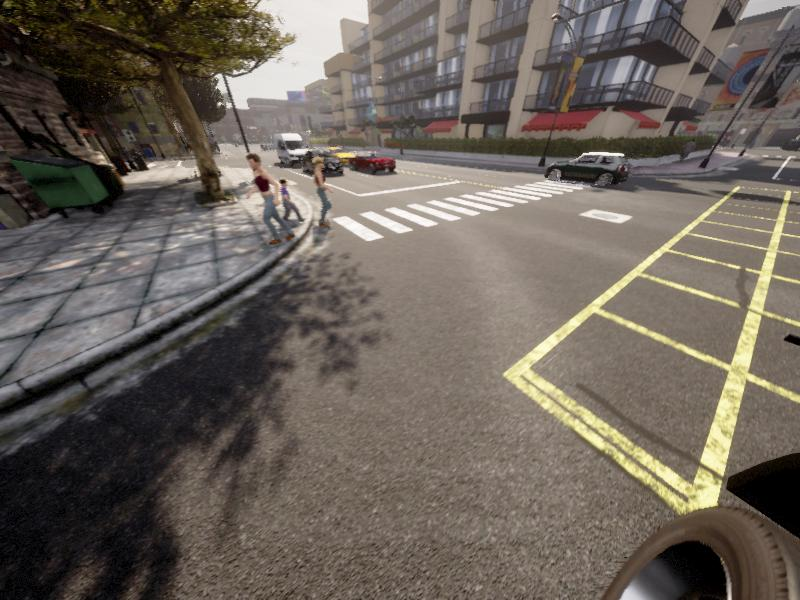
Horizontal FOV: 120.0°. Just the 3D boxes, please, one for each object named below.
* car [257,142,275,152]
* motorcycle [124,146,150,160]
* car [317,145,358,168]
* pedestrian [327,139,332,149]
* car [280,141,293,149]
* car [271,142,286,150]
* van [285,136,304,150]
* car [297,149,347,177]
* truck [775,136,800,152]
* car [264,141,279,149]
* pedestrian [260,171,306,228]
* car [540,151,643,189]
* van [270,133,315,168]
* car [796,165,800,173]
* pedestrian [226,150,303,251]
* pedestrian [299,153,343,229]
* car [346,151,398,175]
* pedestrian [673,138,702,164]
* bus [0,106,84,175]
[{"bbox_3d":[-27.528,-31.530,47.516,2.128,1.511,4.902,-22,41,-28],"label":"car"},{"bbox_3d":[-32.317,-18.007,28.372,2.356,1.277,0.764,15,48,20],"label":"motorcycle"},{"bbox_3d":[-6.262,-14.290,22.836,1.801,1.575,5.366,-22,41,-28],"label":"car"},{"bbox_3d":[-16.089,-35.692,52.699,0.751,1.860,0.751,-17,39,-22],"label":"pedestrian"},{"bbox_3d":[-29.431,-40.060,59.640,1.816,1.474,4.193,-22,41,-28],"label":"car"},{"bbox_3d":[-27.714,-35.175,52.694,1.837,1.490,4.892,-22,40,-28],"label":"car"},{"bbox_3d":[-24.682,-36.640,53.831,1.988,2.561,5.915,-22,41,-28],"label":"van"},{"bbox_3d":[-6.047,-10.583,17.657,1.837,1.490,4.892,-22,41,-28],"label":"car"},{"bbox_3d":[64.984,-24.380,36.027,2.390,2.098,6.274,-9,36,-12],"label":"truck"},{"bbox_3d":[-32.105,-38.778,57.757,2.038,1.542,4.974,-22,41,-28],"label":"car"},{"bbox_3d":[-3.207,-2.808,6.477,0.751,1.300,0.751,-10,36,-14],"label":"pedestrian"},{"bbox_3d":[10.653,-7.509,13.163,1.970,1.475,3.806,-22,41,-28],"label":"car"},{"bbox_3d":[-10.620,-14.718,22.652,1.988,2.561,5.915,-22,41,-28],"label":"van"},{"bbox_3d":[31.362,-10.184,16.837,5.357,1.411,2.033,-22,41,-28],"label":"car"},{"bbox_3d":[-2.887,-2.167,5.081,0.751,1.860,0.751,-30,45,-35],"label":"pedestrian"},{"bbox_3d":[-2.276,-3.146,6.728,0.751,1.860,0.751,-16,38,-21],"label":"pedestrian"},{"bbox_3d":[-2.280,-10.943,18.304,1.895,1.301,4.718,-22,41,-28],"label":"car"},{"bbox_3d":[25.230,-13.100,20.313,0.751,1.860,0.751,-22,41,-28],"label":"pedestrian"},{"bbox_3d":[-33.485,-11.844,17.304,10.273,4.253,3.944,-22,41,-28],"label":"bus"}]
